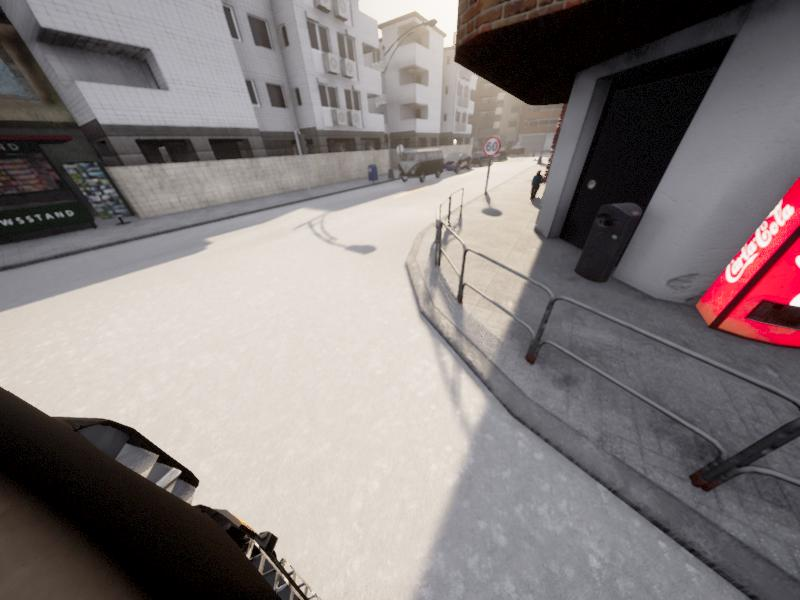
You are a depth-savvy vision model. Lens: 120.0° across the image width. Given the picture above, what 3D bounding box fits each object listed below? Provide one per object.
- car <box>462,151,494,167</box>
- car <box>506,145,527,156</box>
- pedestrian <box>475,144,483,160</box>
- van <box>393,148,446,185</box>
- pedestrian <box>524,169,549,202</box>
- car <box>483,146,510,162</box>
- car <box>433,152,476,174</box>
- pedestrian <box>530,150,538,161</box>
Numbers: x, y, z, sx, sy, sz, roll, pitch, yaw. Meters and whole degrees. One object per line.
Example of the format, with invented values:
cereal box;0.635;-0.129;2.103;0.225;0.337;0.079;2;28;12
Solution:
car;8.965;-16.137;26.399;1.895;1.301;4.718;18;39;28
car;20.357;-26.164;40.384;1.882;1.535;5.008;21;40;31
pedestrian;11.108;-20.820;32.543;0.751;1.860;0.751;16;38;26
van;1.542;-9.854;16.897;1.775;1.987;4.442;18;39;28
pedestrian;5.385;-4.543;9.138;0.500;1.100;0.500;19;40;30
car;13.318;-20.123;31.758;2.033;1.649;4.856;18;39;29
car;5.180;-12.862;21.598;2.163;1.488;4.792;18;39;28
pedestrian;16.728;-18.126;28.909;0.500;1.100;0.500;0;34;4
